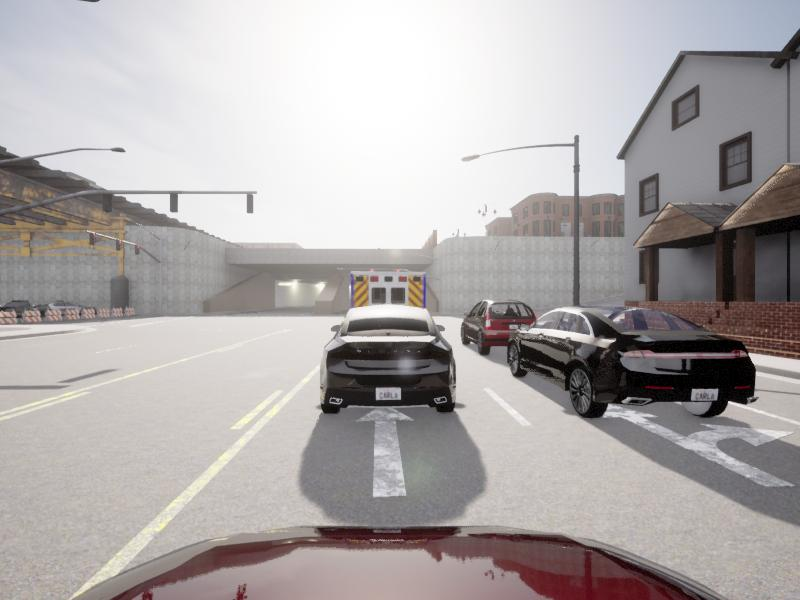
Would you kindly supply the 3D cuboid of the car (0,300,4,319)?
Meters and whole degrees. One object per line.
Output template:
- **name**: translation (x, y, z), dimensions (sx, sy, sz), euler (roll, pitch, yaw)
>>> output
- **car**: translation (-29.000, 0.638, 25.964), dimensions (1.853, 1.218, 4.536), euler (0, 0, 42)

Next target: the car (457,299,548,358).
- **car**: translation (3.116, 0.788, 13.044), dimensions (1.851, 1.617, 3.988), euler (0, 0, -2)

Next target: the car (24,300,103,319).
- **car**: translation (-30.069, 0.796, 35.949), dimensions (2.038, 1.542, 4.974), euler (0, 0, 27)

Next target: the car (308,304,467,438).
- **car**: translation (-0.209, 0.844, 7.073), dimensions (1.837, 1.490, 4.892), euler (0, 0, -2)

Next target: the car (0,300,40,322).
- **car**: translation (-29.116, 0.796, 30.609), dimensions (2.038, 1.542, 4.974), euler (0, 0, -38)

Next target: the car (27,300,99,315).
- **car**: translation (-30.092, 0.638, 35.903), dimensions (1.853, 1.218, 4.536), euler (0, 0, 27)

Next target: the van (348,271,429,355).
- **van**: translation (-0.436, 0.378, 14.773), dimensions (2.351, 2.431, 6.366), euler (0, 0, -2)

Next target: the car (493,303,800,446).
- **car**: translation (3.293, 0.836, 6.852), dimensions (2.128, 1.511, 4.902), euler (0, 0, -2)

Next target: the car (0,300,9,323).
- **car**: translation (-28.966, 0.796, 26.003), dimensions (2.038, 1.542, 4.974), euler (0, 0, 42)

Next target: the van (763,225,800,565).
- **van**: translation (3.492, 0.572, 0.423), dimensions (2.069, 2.038, 4.480), euler (0, 0, -2)
